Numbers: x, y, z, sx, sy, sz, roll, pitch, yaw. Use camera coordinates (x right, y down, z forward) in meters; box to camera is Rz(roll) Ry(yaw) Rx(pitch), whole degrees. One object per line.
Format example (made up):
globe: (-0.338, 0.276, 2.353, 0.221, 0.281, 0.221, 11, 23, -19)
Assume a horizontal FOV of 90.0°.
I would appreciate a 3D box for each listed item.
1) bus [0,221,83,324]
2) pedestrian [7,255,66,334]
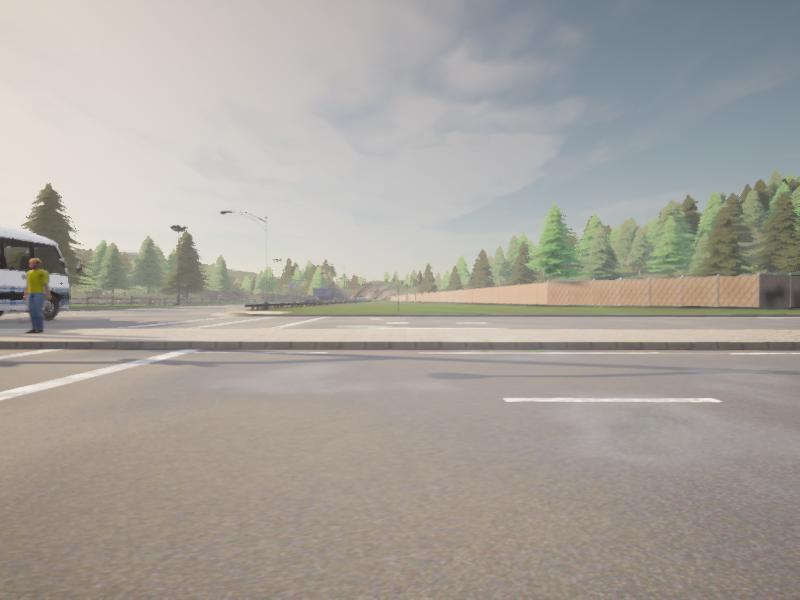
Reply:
bus: (-18.602, -1.147, 15.849, 3.944, 4.253, 10.273, 0, 0, 0)
pedestrian: (-8.907, -0.121, 9.830, 0.751, 1.860, 0.751, 0, 0, 6)
